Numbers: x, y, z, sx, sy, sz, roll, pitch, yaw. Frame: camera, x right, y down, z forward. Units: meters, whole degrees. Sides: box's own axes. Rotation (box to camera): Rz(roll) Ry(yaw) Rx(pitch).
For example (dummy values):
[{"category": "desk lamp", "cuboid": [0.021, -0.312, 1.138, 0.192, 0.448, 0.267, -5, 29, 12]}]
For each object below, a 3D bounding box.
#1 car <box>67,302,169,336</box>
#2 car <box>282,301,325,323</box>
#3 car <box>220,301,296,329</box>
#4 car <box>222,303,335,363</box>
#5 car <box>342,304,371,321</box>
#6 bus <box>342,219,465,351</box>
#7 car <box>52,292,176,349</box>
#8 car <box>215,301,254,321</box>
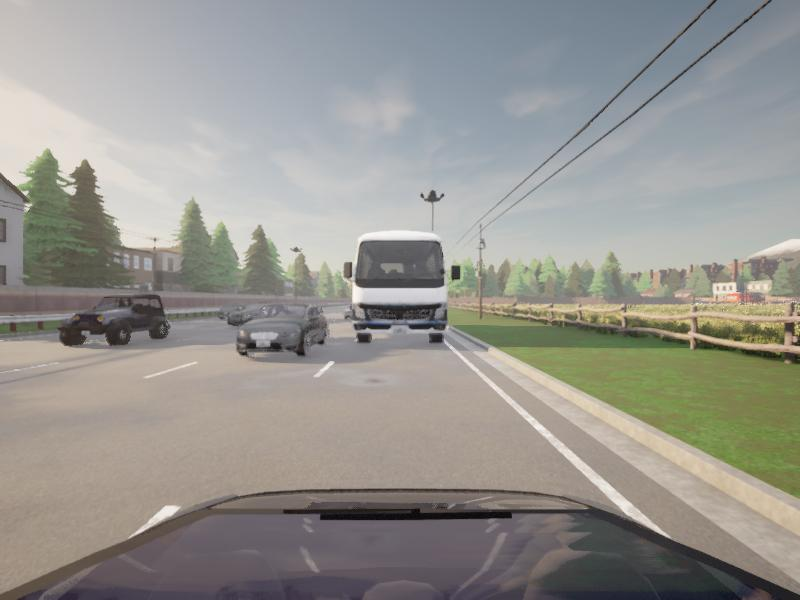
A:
[{"category": "car", "cuboid": [-14.010, 0.866, 20.278, 2.007, 1.525, 4.514, 0, 0, 0]}, {"category": "car", "cuboid": [-7.187, 0.877, 30.393, 1.882, 1.535, 5.008, 0, 0, 2]}, {"category": "car", "cuboid": [-8.923, 0.870, 25.696, 2.038, 1.542, 4.974, 0, 0, 18]}, {"category": "car", "cuboid": [-3.507, 0.860, 12.695, 2.128, 1.511, 4.902, 0, 0, 0]}, {"category": "car", "cuboid": [-3.517, 1.004, 33.379, 1.895, 1.301, 4.718, 0, 0, 0]}, {"category": "bus", "cuboid": [0.111, -0.505, 18.044, 3.944, 4.253, 10.273, 0, 0, 0]}, {"category": "car", "cuboid": [-10.509, 0.676, 15.101, 1.905, 1.878, 3.866, 0, 0, 0]}, {"category": "car", "cuboid": [-14.017, 0.870, 34.161, 1.789, 1.549, 3.705, 0, 1, 0]}]
